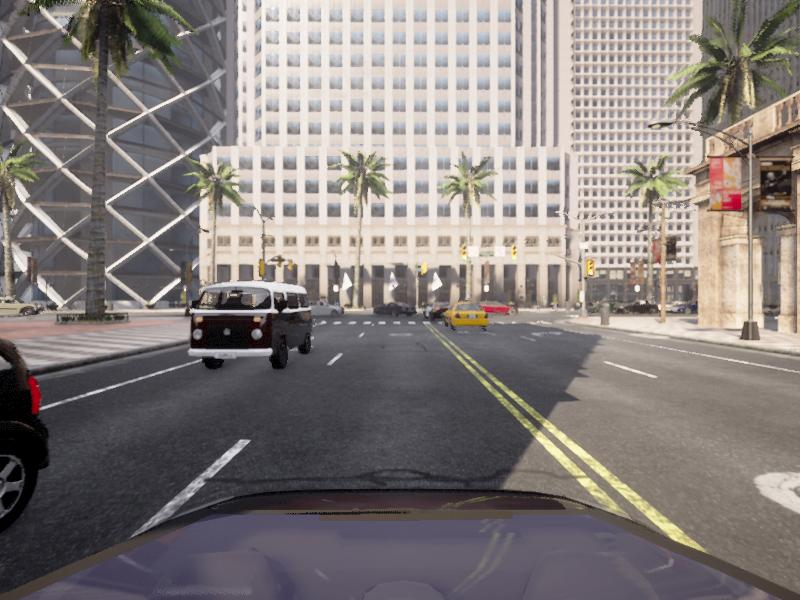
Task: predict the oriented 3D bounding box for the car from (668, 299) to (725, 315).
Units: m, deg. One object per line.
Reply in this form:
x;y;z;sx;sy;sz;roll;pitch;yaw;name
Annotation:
33.035;0.769;44.649;4.856;1.649;2.033;0;0;0;car

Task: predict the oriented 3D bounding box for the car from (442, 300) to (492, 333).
3.517;0.797;21.967;1.801;1.575;5.366;0;0;0;car

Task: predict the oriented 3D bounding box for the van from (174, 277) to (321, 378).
-3.506;0.574;10.269;2.069;2.038;4.480;0;-1;0;van

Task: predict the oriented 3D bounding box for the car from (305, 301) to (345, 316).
-7.700;0.846;41.262;3.806;1.475;1.970;0;0;0;car

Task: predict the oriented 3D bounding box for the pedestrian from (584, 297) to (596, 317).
17.566;0.630;36.969;0.751;1.860;0.751;0;0;-11;pedestrian

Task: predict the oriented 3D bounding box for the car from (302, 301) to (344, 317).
-7.194;0.820;37.771;3.633;1.501;1.845;0;0;0;car

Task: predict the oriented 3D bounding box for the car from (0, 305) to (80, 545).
-3.498;0.814;1.395;1.789;1.549;3.705;0;0;0;car

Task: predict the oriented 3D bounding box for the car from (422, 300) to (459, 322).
3.118;0.824;31.815;2.038;1.542;4.974;0;0;-5;car

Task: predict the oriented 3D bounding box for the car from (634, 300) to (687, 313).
31.303;0.817;48.157;4.974;1.542;2.038;0;0;0;car

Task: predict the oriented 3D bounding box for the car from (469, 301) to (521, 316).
9.726;0.843;41.239;4.792;1.488;2.163;0;0;0;car

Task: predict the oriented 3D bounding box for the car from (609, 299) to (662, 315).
26.200;0.748;44.677;4.611;1.667;2.242;0;0;0;car

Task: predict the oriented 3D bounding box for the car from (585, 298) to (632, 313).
25.033;0.685;48.180;4.553;1.767;2.097;0;0;0;car

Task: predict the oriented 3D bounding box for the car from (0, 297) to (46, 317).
-36.706;0.645;37.686;4.605;1.855;1.932;0;-1;-27;car

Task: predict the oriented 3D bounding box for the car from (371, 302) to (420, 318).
-0.571;0.888;38.697;2.033;1.411;5.357;0;0;-36;car
